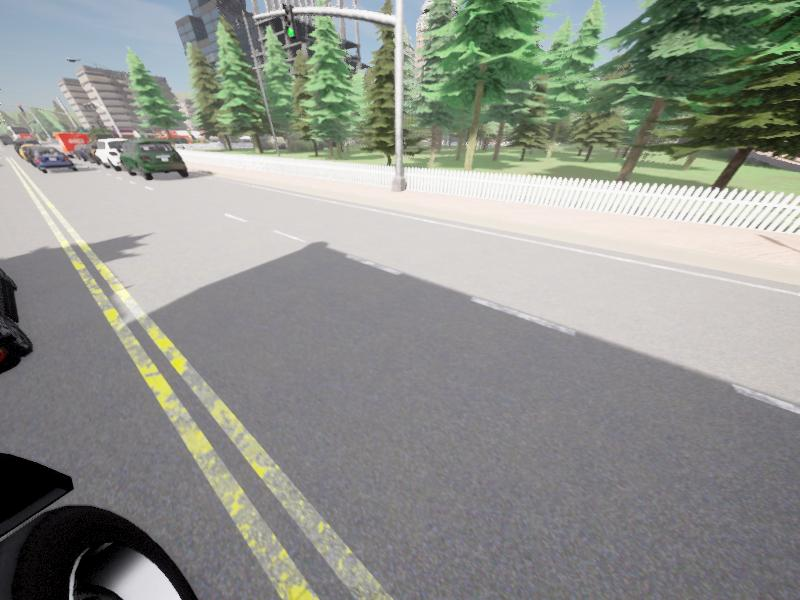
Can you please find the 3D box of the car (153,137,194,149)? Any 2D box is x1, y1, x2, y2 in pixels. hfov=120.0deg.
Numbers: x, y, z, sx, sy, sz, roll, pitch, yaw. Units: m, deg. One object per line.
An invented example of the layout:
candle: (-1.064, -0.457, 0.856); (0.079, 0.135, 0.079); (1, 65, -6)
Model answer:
car: (-48.307, -33.572, 49.370); (2.150, 2.045, 5.566); (21, 40, 27)

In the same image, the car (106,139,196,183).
car: (-16.107, -9.119, 14.939); (5.566, 2.045, 2.150); (22, 40, 27)

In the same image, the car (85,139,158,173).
car: (-22.103, -11.544, 18.331); (5.566, 2.045, 2.150); (22, 41, 28)

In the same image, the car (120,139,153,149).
car: (-54.168, -32.039, 47.526); (1.851, 1.617, 3.988); (23, 41, 28)

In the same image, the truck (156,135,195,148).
truck: (-50.366, -35.614, 51.892); (2.627, 2.467, 5.204); (21, 40, 26)

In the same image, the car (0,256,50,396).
car: (-6.152, 0.092, 2.447); (3.806, 1.475, 1.970); (22, 40, 27)

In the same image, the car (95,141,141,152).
car: (-50.572, -27.705, 41.519); (2.163, 1.488, 4.792); (22, 41, 28)

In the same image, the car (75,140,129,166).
car: (-28.053, -13.886, 21.750); (4.605, 1.855, 1.932); (22, 41, 28)

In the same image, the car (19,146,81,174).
car: (-26.029, -10.477, 17.211); (3.705, 1.549, 1.789); (22, 41, 28)

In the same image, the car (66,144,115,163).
car: (-33.413, -15.894, 24.900); (4.792, 1.488, 2.163); (22, 41, 28)

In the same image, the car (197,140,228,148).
car: (-44.205, -36.928, 54.614); (2.038, 1.542, 4.974); (21, 40, 27)

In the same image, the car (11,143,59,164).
car: (-36.946, -14.909, 23.386); (5.366, 1.575, 1.801); (22, 41, 28)

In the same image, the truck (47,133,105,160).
truck: (-38.644, -18.419, 27.580); (5.204, 2.467, 2.627); (22, 41, 28)

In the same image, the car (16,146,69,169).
car: (-31.216, -12.544, 20.170); (4.193, 1.474, 1.816); (22, 41, 28)

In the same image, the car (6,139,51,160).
car: (-42.726, -17.374, 26.576); (4.605, 1.855, 1.932); (22, 41, 28)
